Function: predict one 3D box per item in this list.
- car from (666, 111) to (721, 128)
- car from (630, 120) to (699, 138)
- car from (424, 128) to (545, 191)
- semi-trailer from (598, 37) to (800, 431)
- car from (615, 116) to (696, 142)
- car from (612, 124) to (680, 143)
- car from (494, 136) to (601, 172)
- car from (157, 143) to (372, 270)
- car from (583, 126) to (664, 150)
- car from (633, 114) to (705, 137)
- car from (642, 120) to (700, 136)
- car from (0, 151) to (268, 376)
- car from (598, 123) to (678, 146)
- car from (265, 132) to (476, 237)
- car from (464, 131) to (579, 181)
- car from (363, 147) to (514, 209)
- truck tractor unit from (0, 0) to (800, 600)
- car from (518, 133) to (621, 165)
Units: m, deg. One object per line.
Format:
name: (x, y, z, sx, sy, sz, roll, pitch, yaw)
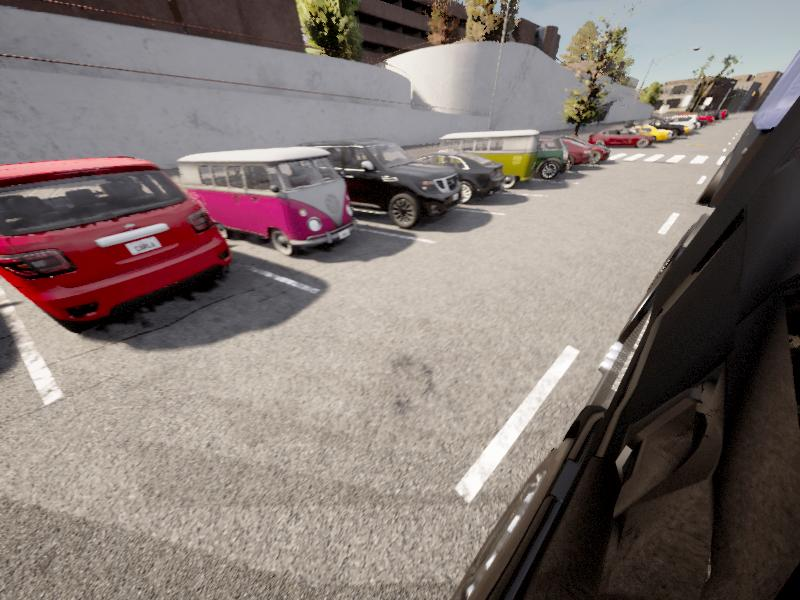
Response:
car: (54.096, -33.369, 42.768, 5.566, 2.045, 2.435, 16, 41, 26)
car: (33.590, -21.835, 29.577, 5.366, 1.575, 1.946, 16, 40, 26)
car: (3.489, -6.164, 10.148, 4.442, 1.987, 1.878, 17, 41, 25)
semi-trailer: (8.689, -3.601, 4.251, 14.254, 4.402, 2.717, -28, 43, -30)
car: (28.853, -19.602, 26.527, 5.566, 2.045, 2.435, 17, 40, 26)
car: (26.539, -18.144, 25.214, 4.674, 1.452, 2.002, 17, 40, 26)
car: (8.170, -8.349, 13.229, 4.674, 1.452, 2.002, 17, 41, 25)
car: (-3.150, -2.464, 5.589, 4.442, 1.987, 1.878, 17, 40, 25)
car: (19.676, -14.468, 20.706, 4.792, 1.488, 2.163, 17, 40, 25)
car: (35.688, -23.330, 31.004, 5.566, 2.045, 2.435, 16, 41, 26)
car: (37.996, -24.350, 32.648, 4.792, 1.488, 2.163, 16, 41, 26)
car: (-5.566, -1.302, 4.141, 5.566, 2.045, 2.435, 17, 41, 25)
car: (24.079, -16.993, 23.766, 5.366, 1.575, 1.946, 17, 41, 26)
car: (-0.946, -3.722, 7.101, 5.566, 2.045, 2.435, 17, 40, 25)
car: (5.904, -7.261, 11.633, 4.553, 1.767, 2.185, 17, 41, 25)
car: (1.325, -4.735, 8.741, 4.892, 1.521, 2.231, 17, 41, 25)
truck tractor unit: (2.645, -0.295, 0.352, 6.516, 4.208, 3.053, -28, 44, -30)
car: (10.492, -9.578, 14.716, 4.792, 1.488, 2.163, 17, 40, 25)
